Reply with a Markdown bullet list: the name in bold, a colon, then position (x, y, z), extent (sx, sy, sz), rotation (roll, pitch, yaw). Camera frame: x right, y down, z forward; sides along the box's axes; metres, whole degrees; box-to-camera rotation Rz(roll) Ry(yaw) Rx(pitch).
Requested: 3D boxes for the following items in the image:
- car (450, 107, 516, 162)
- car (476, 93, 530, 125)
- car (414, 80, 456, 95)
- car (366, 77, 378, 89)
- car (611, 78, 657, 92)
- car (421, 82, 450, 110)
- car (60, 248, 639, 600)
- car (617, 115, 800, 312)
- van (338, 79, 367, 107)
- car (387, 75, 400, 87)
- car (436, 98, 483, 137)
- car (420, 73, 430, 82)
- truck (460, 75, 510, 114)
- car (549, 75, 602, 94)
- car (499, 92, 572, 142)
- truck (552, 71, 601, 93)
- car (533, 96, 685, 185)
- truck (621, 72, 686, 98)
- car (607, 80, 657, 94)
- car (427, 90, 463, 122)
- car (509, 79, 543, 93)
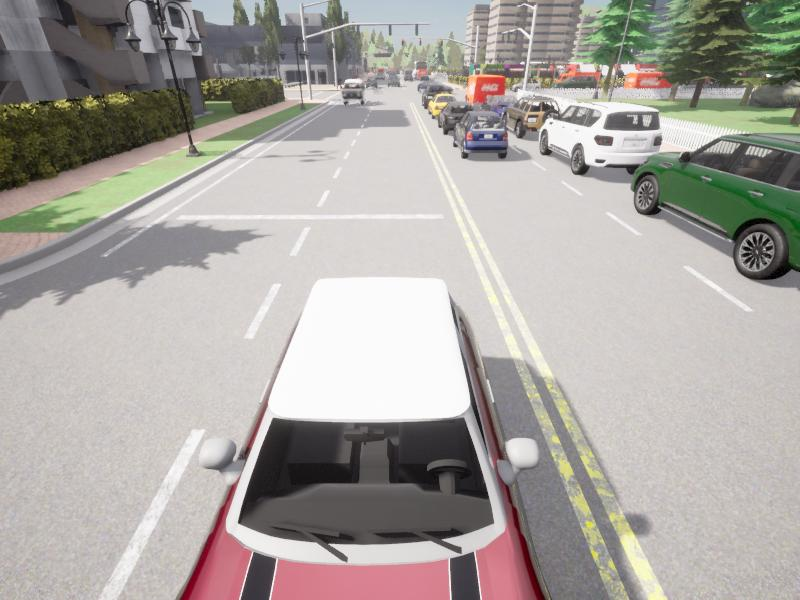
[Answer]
- **car**: position (3.139, -6.676, 15.917), extent (1.789, 1.549, 3.705), rotation (0, 30, -1)
- **car**: position (6.503, -12.430, 25.846), extent (2.163, 1.488, 4.792), rotation (0, 30, -1)
- **car**: position (4.429, -26.861, 50.568), extent (4.792, 1.488, 2.163), rotation (20, 36, 30)
- **car**: position (-4.524, -35.125, 64.628), extent (1.789, 1.549, 3.705), rotation (0, 30, -1)
- **car**: position (31.956, -29.395, 54.752), extent (4.856, 1.649, 2.033), rotation (-1, 30, -2)
- **car**: position (2.900, -17.074, 33.406), extent (1.932, 1.855, 4.605), rotation (0, 30, -1)
- **car**: position (-0.172, 1.064, 2.755), extent (1.970, 1.475, 3.806), rotation (0, 30, 0)
- **car**: position (6.756, -2.044, 7.496), extent (2.150, 2.045, 5.566), rotation (0, 30, -1)
- **van**: position (-4.134, -18.563, 35.793), extent (2.069, 2.038, 4.480), rotation (0, 30, -1)
- **car**: position (-1.078, -37.602, 68.656), extent (2.097, 1.767, 4.553), rotation (0, 30, -1)
- **car**: position (3.063, -9.828, 21.394), extent (1.816, 1.474, 4.193), rotation (0, 30, -1)
- **car**: position (5.609, -51.020, 91.789), extent (1.930, 1.638, 5.238), rotation (0, 30, -1)
- **truck**: position (6.429, -16.072, 31.104), extent (2.627, 2.467, 5.204), rotation (0, 30, -1)
- **car**: position (22.415, -27.626, 51.321), extent (5.566, 2.045, 2.150), rotation (-1, 30, -2)
- **car**: position (6.581, -9.309, 20.106), extent (1.932, 1.855, 4.605), rotation (0, 30, -1)
- **truck**: position (23.853, -29.597, 54.290), extent (5.204, 2.467, 2.627), rotation (-1, 30, -2)
- **car**: position (6.665, -5.726, 13.803), extent (2.150, 2.045, 5.566), rotation (0, 30, -1)
- **truck**: position (28.650, -24.427, 45.422), extent (5.204, 2.467, 2.627), rotation (-1, 30, -2)
- **car**: position (29.861, -27.540, 51.689), extent (4.974, 1.542, 2.038), rotation (-1, 30, -2)
- **car**: position (2.982, -13.394, 27.398), extent (1.801, 1.575, 5.366), rotation (0, 30, -1)
- **car**: position (17.064, -29.141, 54.351), extent (3.988, 1.617, 1.851), rotation (0, 30, 0)
